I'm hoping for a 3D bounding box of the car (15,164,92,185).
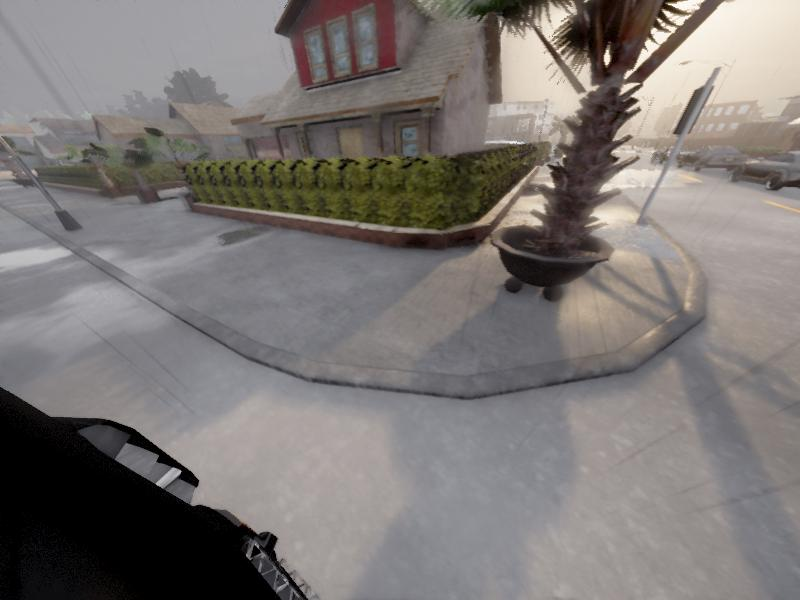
[{"bbox_3d":[-48.705,-17.800,32.677,2.150,2.045,5.566,16,38,26],"label":"car"}]

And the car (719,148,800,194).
[{"bbox_3d":[17.122,-5.748,10.163,1.994,1.385,4.181,14,37,24],"label":"car"}]

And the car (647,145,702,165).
[{"bbox_3d":[24.475,-13.122,20.840,1.895,1.301,4.718,17,38,27],"label":"car"}]

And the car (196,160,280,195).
[{"bbox_3d":[-9.979,-7.792,14.563,1.845,1.501,3.633,14,37,24],"label":"car"}]

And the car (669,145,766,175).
[{"bbox_3d":[21.116,-9.661,15.764,2.033,1.411,5.357,16,38,26],"label":"car"}]

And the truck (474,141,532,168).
[{"bbox_3d":[9.895,-14.220,22.411,4.478,2.038,2.069,18,39,24],"label":"truck"}]
